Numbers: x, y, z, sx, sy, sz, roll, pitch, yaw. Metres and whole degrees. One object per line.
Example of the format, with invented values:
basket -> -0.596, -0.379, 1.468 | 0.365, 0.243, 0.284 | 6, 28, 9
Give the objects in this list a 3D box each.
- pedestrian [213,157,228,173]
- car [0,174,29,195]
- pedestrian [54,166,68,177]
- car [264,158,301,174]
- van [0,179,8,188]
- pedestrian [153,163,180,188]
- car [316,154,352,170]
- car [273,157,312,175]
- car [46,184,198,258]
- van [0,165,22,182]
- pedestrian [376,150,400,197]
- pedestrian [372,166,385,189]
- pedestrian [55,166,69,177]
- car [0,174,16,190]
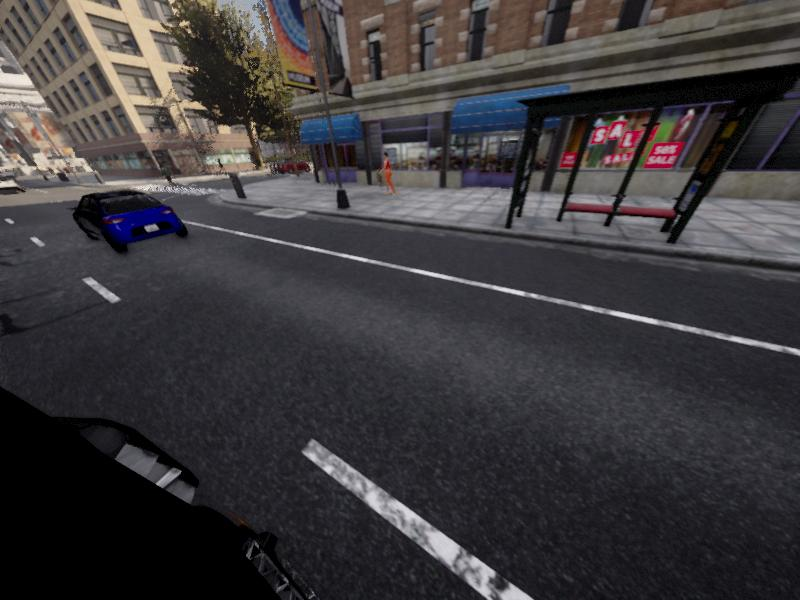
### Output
pedestrian -> -24.457, -18.415, 31.543 | 0.751, 1.860, 0.751 | 20, 40, 31
car -> -39.320, -11.387, 22.759 | 4.514, 1.525, 2.007 | 16, 38, 26
pedestrian -> -68.585, -26.053, 46.745 | 0.751, 1.860, 0.751 | 16, 38, 26
car -> -15.115, -17.415, 29.929 | 1.845, 1.501, 3.633 | 15, 37, 24
van -> -52.157, -15.196, 29.072 | 4.442, 1.987, 1.775 | 16, 38, 26
pedestrian -> -20.479, -10.964, 20.307 | 0.751, 1.860, 0.751 | 15, 38, 25
car -> -9.157, -19.488, 32.571 | 1.882, 1.535, 5.008 | 15, 38, 25
car -> -12.607, -15.850, 27.357 | 1.789, 1.549, 3.705 | 15, 38, 25
car -> -8.896, -2.733, 7.421 | 4.193, 1.474, 1.816 | 16, 38, 26
van -> -72.346, -21.782, 40.142 | 2.351, 2.431, 6.366 | 16, 38, 26
pedestrian -> -0.556, -5.988, 10.995 | 0.751, 1.860, 0.751 | 13, 37, 23
pedestrian -> -1.242, -7.088, 13.390 | 0.500, 1.100, 0.500 | 14, 37, 24
pedestrian -> -67.179, -25.573, 45.913 | 0.751, 1.860, 0.751 | 24, 42, 34
car -> -46.347, -13.400, 26.331 | 3.633, 1.501, 1.845 | 16, 38, 26
